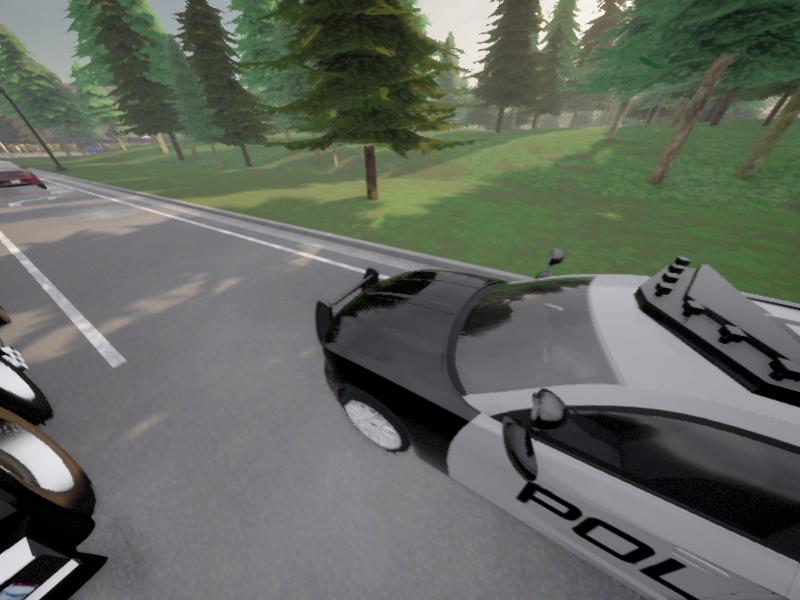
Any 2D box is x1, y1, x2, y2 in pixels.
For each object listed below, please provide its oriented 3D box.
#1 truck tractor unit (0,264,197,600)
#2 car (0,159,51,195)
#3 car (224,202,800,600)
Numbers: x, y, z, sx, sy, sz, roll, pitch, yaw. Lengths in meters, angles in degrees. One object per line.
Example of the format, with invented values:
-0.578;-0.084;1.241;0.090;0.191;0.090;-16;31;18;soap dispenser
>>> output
-5.117;-0.291;0.791;6.516;4.208;3.053;18;39;24;truck tractor unit
-22.907;-7.218;13.422;4.674;1.442;1.812;18;39;24;car
1.526;0.619;1.679;5.238;1.638;1.930;18;39;24;car
